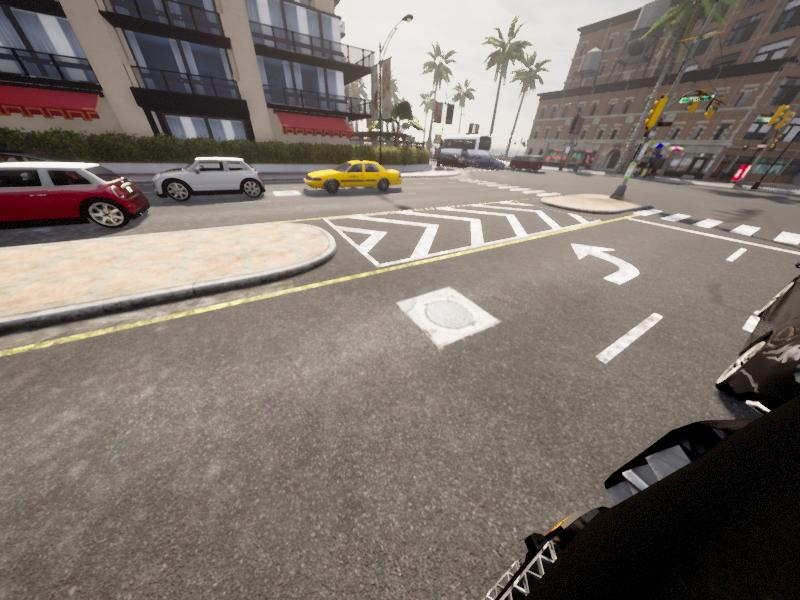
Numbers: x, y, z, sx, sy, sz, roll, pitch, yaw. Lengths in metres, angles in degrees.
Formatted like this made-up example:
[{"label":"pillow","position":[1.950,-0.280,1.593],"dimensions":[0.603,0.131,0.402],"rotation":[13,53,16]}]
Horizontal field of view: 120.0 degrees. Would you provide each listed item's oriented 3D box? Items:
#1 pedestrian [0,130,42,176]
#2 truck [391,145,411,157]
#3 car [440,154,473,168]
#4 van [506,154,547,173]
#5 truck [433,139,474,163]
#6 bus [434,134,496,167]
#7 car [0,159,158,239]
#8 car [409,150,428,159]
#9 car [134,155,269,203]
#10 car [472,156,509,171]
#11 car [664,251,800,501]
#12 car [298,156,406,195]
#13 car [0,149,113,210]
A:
[{"label":"pedestrian","position":[-18.778,-7.035,11.093],"dimensions":[0.751,1.860,0.751],"rotation":[-16,38,-26]},{"label":"truck","position":[0.164,-40.242,62.312],"dimensions":[2.627,2.467,5.204],"rotation":[-19,39,-29]},{"label":"car","position":[8.168,-20.382,33.882],"dimensions":[2.007,1.525,4.514],"rotation":[-15,38,-25]},{"label":"van","position":[17.485,-19.118,32.279],"dimensions":[1.775,1.987,4.442],"rotation":[-16,38,-26]},{"label":"truck","position":[10.631,-30.571,47.327],"dimensions":[2.891,3.827,8.468],"rotation":[-16,38,-26]},{"label":"bus","position":[10.916,-26.475,40.801],"dimensions":[3.944,4.253,10.273],"rotation":[-16,38,-26]},{"label":"car","position":[-9.272,-2.632,5.861],"dimensions":[3.806,1.475,1.970],"rotation":[-16,38,-26]},{"label":"car","position":[4.509,-35.664,56.506],"dimensions":[1.930,1.638,5.238],"rotation":[-16,38,-26]},{"label":"car","position":[-8.044,-5.241,9.882],"dimensions":[3.806,1.475,1.970],"rotation":[-16,38,-26]},{"label":"car","position":[12.828,-19.631,33.182],"dimensions":[1.812,1.442,4.674],"rotation":[-16,38,-26]},{"label":"car","position":[5.409,0.456,2.307],"dimensions":[4.902,1.511,2.128],"rotation":[-16,38,-26]},{"label":"car","position":[-2.468,-6.914,12.737],"dimensions":[5.366,1.575,1.801],"rotation":[-16,38,-26]},{"label":"car","position":[-12.714,-3.908,7.447],"dimensions":[3.705,1.549,1.789],"rotation":[-16,38,-26]}]
